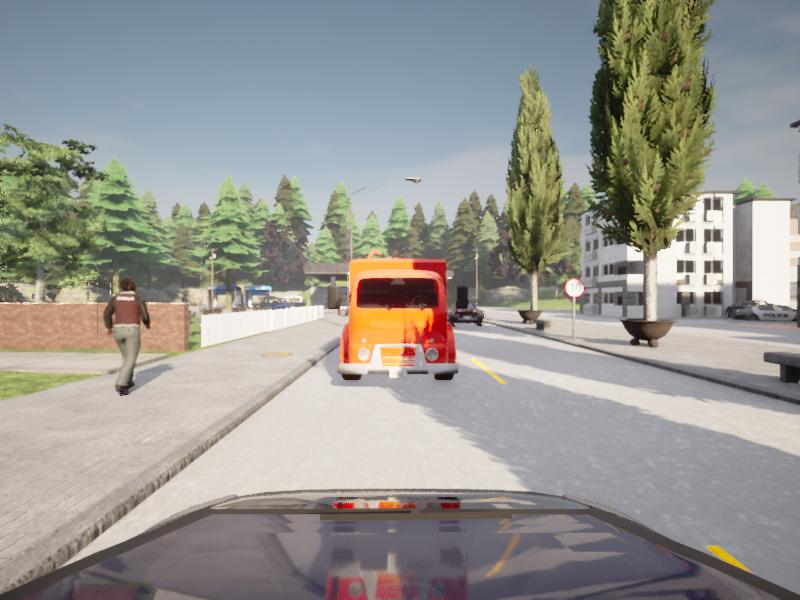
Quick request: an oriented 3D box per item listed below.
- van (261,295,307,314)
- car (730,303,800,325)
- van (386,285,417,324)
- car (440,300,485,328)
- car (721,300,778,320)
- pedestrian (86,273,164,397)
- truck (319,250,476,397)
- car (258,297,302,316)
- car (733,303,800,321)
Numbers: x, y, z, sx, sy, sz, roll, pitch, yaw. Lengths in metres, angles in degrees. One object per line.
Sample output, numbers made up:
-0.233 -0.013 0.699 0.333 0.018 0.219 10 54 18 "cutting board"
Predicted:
-12.709 0.532 43.958 4.480 2.038 2.069 0 0 1 "van"
27.426 0.990 29.138 4.974 1.542 2.038 0 0 30 "car"
-0.023 0.295 29.254 1.988 2.561 5.915 0 0 -3 "van"
3.877 0.808 25.575 2.038 1.542 4.974 0 1 0 "car"
27.754 0.744 31.937 1.845 1.501 3.633 0 0 11 "car"
-4.356 0.527 6.398 0.751 1.860 0.751 0 0 -5 "pedestrian"
-0.048 0.326 9.310 2.627 2.467 5.204 0 2 0 "truck"
-11.956 0.611 40.033 3.866 1.878 1.905 0 0 2 "car"
27.380 0.832 29.164 4.536 1.218 1.853 0 0 30 "car"
